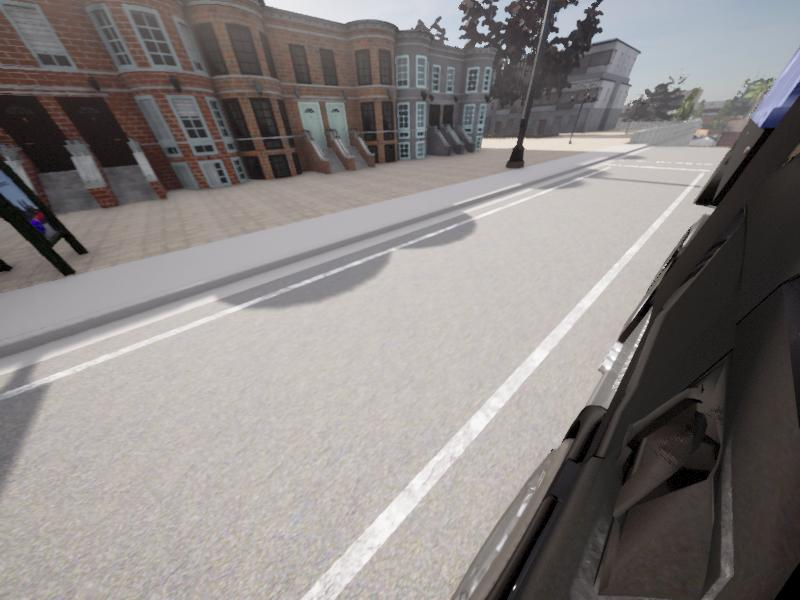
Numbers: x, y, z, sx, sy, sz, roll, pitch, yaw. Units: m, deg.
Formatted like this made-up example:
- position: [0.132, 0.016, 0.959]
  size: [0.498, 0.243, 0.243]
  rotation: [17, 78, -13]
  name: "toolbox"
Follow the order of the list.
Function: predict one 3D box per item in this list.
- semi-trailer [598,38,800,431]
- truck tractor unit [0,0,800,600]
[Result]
- position: [8.670, -3.618, 4.264]
  size: [14.254, 4.402, 2.717]
  rotation: [-28, 44, -30]
  name: "semi-trailer"
- position: [2.645, -0.295, 0.351]
  size: [6.516, 4.208, 3.053]
  rotation: [-28, 44, -30]
  name: "truck tractor unit"
